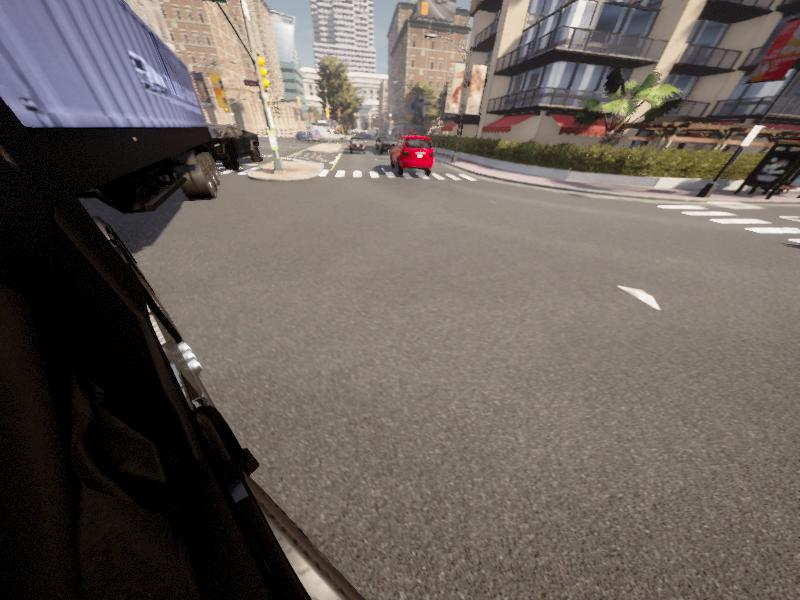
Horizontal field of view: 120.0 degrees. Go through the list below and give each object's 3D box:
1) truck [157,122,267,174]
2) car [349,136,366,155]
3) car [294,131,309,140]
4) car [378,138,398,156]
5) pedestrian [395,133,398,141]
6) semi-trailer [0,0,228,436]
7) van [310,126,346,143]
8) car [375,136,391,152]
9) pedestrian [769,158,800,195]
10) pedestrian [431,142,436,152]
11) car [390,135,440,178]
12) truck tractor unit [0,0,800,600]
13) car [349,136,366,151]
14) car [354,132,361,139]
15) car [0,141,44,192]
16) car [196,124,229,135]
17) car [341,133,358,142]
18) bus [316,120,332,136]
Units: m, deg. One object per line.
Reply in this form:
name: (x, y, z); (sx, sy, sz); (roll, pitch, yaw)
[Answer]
truck: (-10.668, -9.366, 14.066); (2.390, 2.098, 6.274); (-3, 36, -8)
car: (-4.866, -17.774, 26.569); (1.789, 1.549, 3.705); (-3, 36, -8)
car: (-20.714, -34.829, 48.873); (1.882, 1.535, 5.008); (-3, 36, -8)
car: (-1.504, -18.299, 27.603); (1.837, 1.490, 4.892); (-3, 36, -8)
pedestrian: (-1.004, -48.610, 68.818); (0.751, 1.860, 0.751); (-1, 36, -5)
semi-trailer: (-6.936, -4.364, 5.467); (2.717, 4.402, 14.254); (-16, 40, -24)
van: (-13.952, -32.455, 45.362); (6.366, 2.431, 2.351); (-3, 36, -9)
car: (-2.441, -22.055, 32.613); (1.851, 1.617, 3.988); (-3, 36, -8)
pedestrian: (24.520, -7.596, 14.243); (0.751, 1.860, 0.751); (-1, 36, -6)
pedestrian: (4.826, -21.828, 32.993); (0.500, 1.100, 0.500); (-3, 36, -9)
car: (0.740, -9.951, 15.792); (2.150, 2.045, 5.566); (-3, 36, -9)
truck tractor unit: (-2.645, -0.295, 0.351); (6.516, 4.208, 3.053); (28, 44, 30)
car: (-5.788, -21.386, 31.501); (2.007, 1.525, 4.514); (-3, 36, -8)
car: (-13.871, -53.205, 74.690); (2.038, 1.542, 4.974); (-3, 36, -8)
car: (-14.498, -3.694, 6.570); (1.994, 1.385, 4.181); (10, 37, 9)
car: (-38.495, -35.035, 47.480); (4.605, 1.855, 1.932); (-4, 37, -8)
car: (-11.879, -38.449, 54.553); (3.633, 1.501, 1.845); (-3, 36, -9)
bus: (-27.009, -61.394, 82.691); (3.944, 4.253, 10.273); (-3, 36, -8)
